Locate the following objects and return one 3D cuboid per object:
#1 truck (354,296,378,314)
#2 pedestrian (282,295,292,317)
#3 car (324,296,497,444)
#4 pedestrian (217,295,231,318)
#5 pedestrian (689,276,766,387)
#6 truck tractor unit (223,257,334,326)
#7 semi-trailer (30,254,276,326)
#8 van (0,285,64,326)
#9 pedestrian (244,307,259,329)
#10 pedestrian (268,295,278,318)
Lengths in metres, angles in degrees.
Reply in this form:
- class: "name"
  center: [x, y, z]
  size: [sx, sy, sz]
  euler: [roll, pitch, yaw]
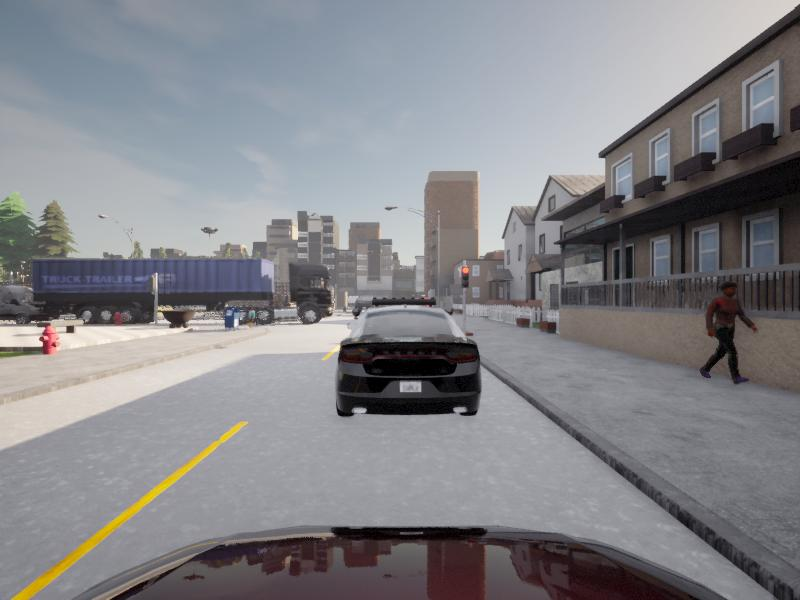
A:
- class: "truck"
  center: [-4.111, 0.542, 49.206]
  size: [2.390, 2.098, 6.274]
  euler: [0, 0, 0]
- class: "pedestrian"
  center: [-10.063, 0.534, 35.608]
  size: [0.751, 1.860, 0.751]
  euler: [0, 0, -5]
- class: "car"
  center: [0.062, 0.771, 7.066]
  size: [1.930, 1.638, 5.238]
  euler: [0, 0, -1]
- class: "pedestrian"
  center: [-14.506, 0.534, 32.886]
  size: [0.751, 1.860, 0.751]
  euler: [0, 0, 29]
- class: "pedestrian"
  center: [5.784, 0.533, 7.112]
  size: [0.751, 1.860, 0.751]
  euler: [0, 0, -4]
- class: "truck tractor unit"
  center: [-7.732, -0.522, 26.320]
  size: [6.516, 4.208, 3.053]
  euler: [0, 0, -6]
- class: "semi-trailer"
  center: [-15.637, -0.619, 26.030]
  size: [14.254, 4.402, 2.717]
  euler: [0, 0, -1]
- class: "van"
  center: [-25.689, 0.322, 26.113]
  size: [5.915, 2.561, 1.988]
  euler: [0, 0, 1]
- class: "pedestrian"
  center: [-7.486, 0.904, 20.175]
  size: [0.500, 1.100, 0.500]
  euler: [0, 0, 21]
- class: "pedestrian"
  center: [-10.623, 0.534, 33.508]
  size: [0.751, 1.860, 0.751]
  euler: [0, 0, -18]
